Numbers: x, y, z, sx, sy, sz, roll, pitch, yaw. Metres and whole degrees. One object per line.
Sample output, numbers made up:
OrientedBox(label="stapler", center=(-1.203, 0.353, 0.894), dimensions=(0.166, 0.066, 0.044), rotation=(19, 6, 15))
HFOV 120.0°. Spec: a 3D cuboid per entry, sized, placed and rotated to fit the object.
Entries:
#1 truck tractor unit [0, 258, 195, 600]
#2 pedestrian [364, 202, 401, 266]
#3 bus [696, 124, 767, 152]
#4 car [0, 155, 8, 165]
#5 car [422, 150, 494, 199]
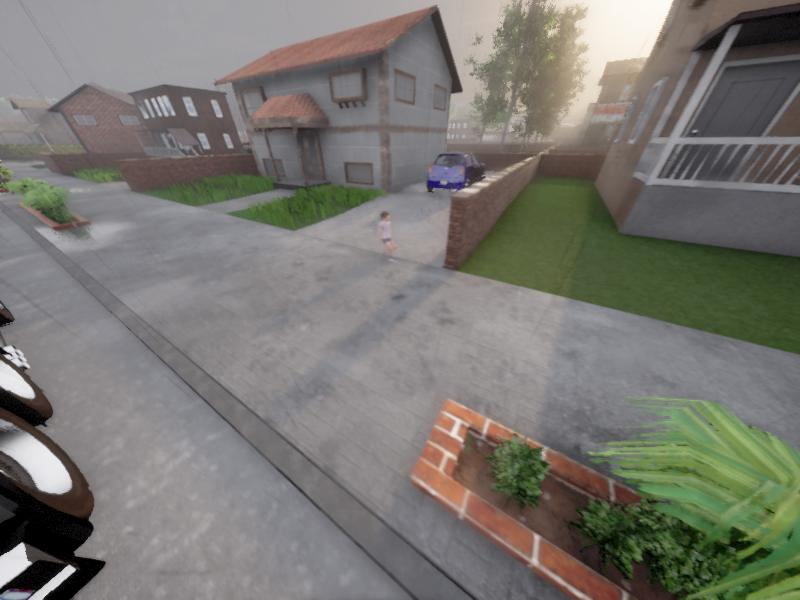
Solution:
OrientedBox(label="truck tractor unit", center=(-5.102, -0.307, 0.804), dimensions=(6.516, 4.208, 3.053), rotation=(19, 39, 25))
OrientedBox(label="pedestrian", center=(-0.337, -1.368, 4.799), dimensions=(0.500, 1.100, 0.500), rotation=(20, 40, 26))
OrientedBox(label="bus", center=(66.449, -32.831, 46.896), dimensions=(3.944, 4.253, 10.273), rotation=(19, 39, 25))
OrientedBox(label="car", center=(-49.088, -16.023, 26.340), dimensions=(1.994, 1.385, 4.181), rotation=(-6, 35, -7))
OrientedBox(label="car", center=(2.630, -5.699, 10.239), dimensions=(1.845, 1.501, 3.633), rotation=(19, 39, 25))
